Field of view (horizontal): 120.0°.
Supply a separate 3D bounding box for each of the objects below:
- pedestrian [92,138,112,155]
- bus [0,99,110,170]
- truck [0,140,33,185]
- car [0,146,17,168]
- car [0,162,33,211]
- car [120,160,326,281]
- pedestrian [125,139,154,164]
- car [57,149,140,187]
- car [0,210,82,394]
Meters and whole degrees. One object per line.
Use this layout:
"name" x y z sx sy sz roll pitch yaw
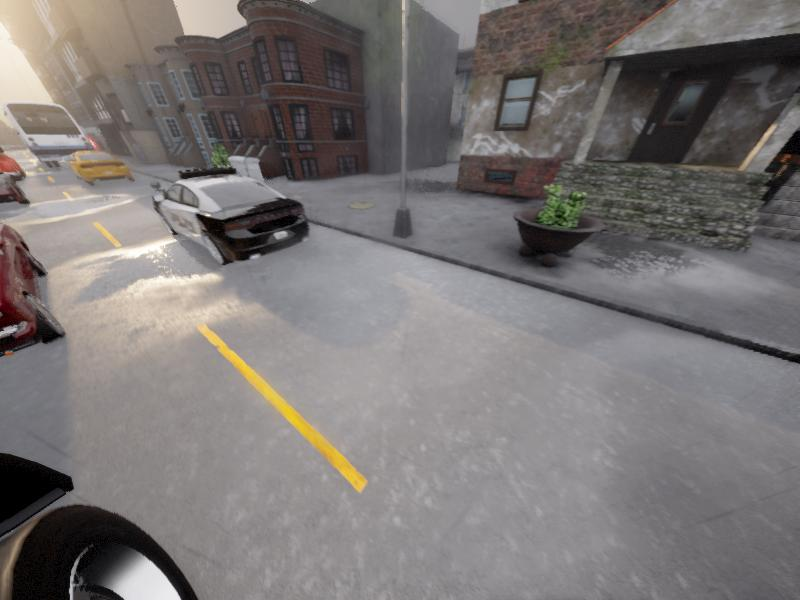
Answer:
"pedestrian" -40.178 -20.739 31.151 0.751 1.860 0.751 14 38 19
"bus" -31.208 -14.520 20.547 10.273 4.253 3.944 22 41 29
"truck" -24.168 -8.096 13.036 5.204 2.467 2.627 23 41 28
"car" -34.584 -12.212 19.298 3.866 1.878 1.905 23 41 28
"car" -16.303 -4.350 8.755 4.181 1.385 1.994 23 41 28
"car" -4.489 -2.351 5.781 5.238 1.638 1.930 23 41 29
"pedestrian" -23.327 -13.278 20.709 0.751 1.860 0.751 9 36 12
"car" -17.748 -7.860 13.574 5.008 1.535 1.882 23 41 28
"car" -6.386 -0.161 2.960 4.718 1.301 1.895 23 41 28
